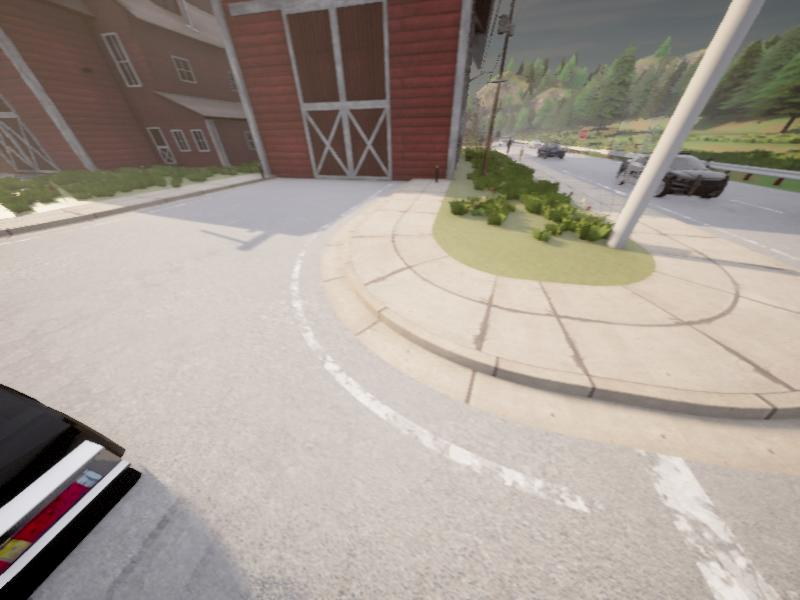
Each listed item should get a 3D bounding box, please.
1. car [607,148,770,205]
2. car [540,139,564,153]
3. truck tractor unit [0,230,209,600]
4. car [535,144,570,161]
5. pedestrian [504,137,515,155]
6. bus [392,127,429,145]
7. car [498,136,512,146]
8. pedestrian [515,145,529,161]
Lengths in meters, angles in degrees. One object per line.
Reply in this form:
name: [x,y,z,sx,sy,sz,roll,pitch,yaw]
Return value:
car: [12.264,-5.875,10.588,1.930,1.638,5.238,7,36,11]
car: [23.175,-23.615,35.372,1.851,1.617,3.988,7,36,11]
truck tractor unit: [-5.320,0.008,0.333,6.516,4.208,3.053,8,36,10]
car: [16.616,-16.282,25.445,1.895,1.301,4.718,7,36,11]
pedestrian: [13.739,-19.415,29.110,0.751,1.860,0.751,6,36,10]
bus: [3.247,-49.858,70.343,10.273,4.253,3.944,-16,38,-21]
car: [26.272,-40.011,58.001,2.150,2.045,5.566,7,36,11]
pedestrian: [11.641,-14.027,22.053,0.751,1.300,0.751,8,36,13]
